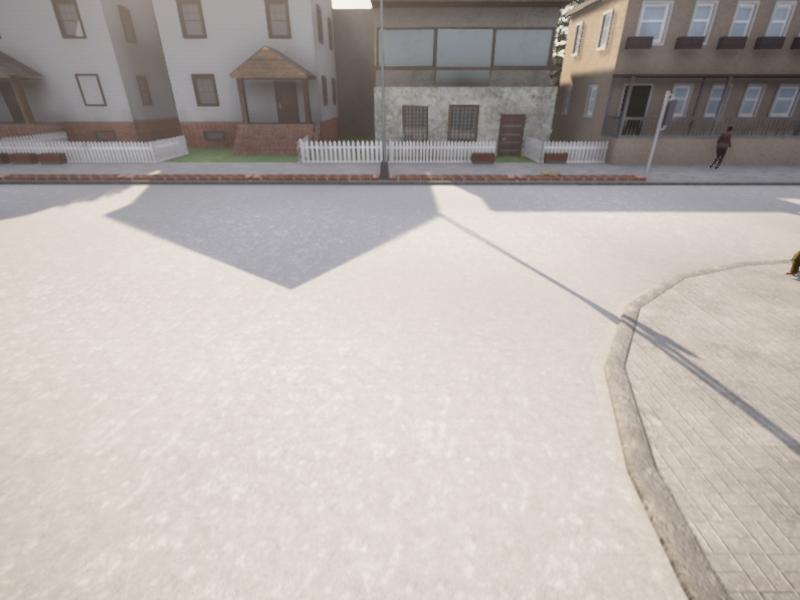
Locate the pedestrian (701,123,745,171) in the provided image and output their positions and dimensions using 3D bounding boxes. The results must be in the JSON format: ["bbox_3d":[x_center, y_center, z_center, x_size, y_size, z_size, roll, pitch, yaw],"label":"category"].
[{"bbox_3d":[14.056,-6.659,17.447,0.751,1.860,0.751,-10,29,-20],"label":"pedestrian"}]

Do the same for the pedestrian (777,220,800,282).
[{"bbox_3d":[7.237,-0.902,6.963,0.500,1.100,0.500,4,27,9],"label":"pedestrian"}]
